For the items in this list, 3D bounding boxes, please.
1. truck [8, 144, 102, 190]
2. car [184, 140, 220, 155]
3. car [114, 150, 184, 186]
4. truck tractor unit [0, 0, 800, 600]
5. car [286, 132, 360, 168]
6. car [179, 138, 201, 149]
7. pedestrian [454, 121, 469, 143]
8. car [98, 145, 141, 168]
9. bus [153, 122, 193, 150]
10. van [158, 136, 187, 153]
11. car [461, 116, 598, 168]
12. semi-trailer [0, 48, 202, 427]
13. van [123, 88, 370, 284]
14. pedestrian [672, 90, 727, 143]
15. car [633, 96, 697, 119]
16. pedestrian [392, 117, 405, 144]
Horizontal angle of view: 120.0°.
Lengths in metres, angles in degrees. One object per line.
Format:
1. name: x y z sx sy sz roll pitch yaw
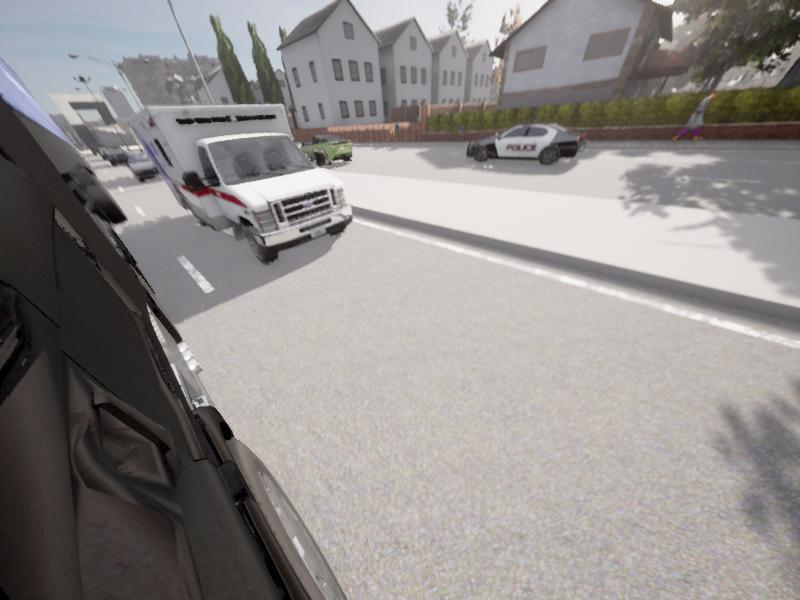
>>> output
1. truck: -22.932 -9.183 15.643 6.274 2.098 2.390 26 48 33
2. car: -25.579 -19.686 29.774 5.357 1.411 2.033 26 48 33
3. car: -15.742 -8.362 14.415 5.357 1.411 2.033 27 48 34
4. truck tractor unit: -2.645 -0.295 0.351 6.516 4.208 3.053 28 43 30
5. car: -4.970 -9.647 14.795 4.514 1.525 2.007 26 48 33
6. car: -39.437 -29.391 43.401 3.633 1.501 1.845 26 48 33
7. pedestrian: 4.723 -12.856 17.726 0.751 1.300 0.751 24 46 31
8. car: -28.876 -14.805 23.750 5.238 1.638 1.930 26 47 33
9. bus: -48.794 -35.224 49.572 3.944 4.253 10.273 -32 46 -29
10. van: -37.931 -25.954 38.486 4.480 2.038 2.069 26 48 33
11. car: 5.638 -7.321 10.725 4.974 1.542 2.038 26 47 33
12. semi-trailer: -8.742 -3.221 4.616 14.254 4.402 2.717 25 47 34
13. van: -3.877 -2.999 5.541 6.366 2.431 2.351 27 48 34
14. pedestrian: 13.939 -8.534 10.836 0.751 1.860 0.751 22 45 29
15. car: 26.260 -19.187 23.047 3.806 1.475 1.970 26 48 33
16. pedestrian: -0.151 -15.126 20.659 0.751 1.860 0.751 23 46 30
